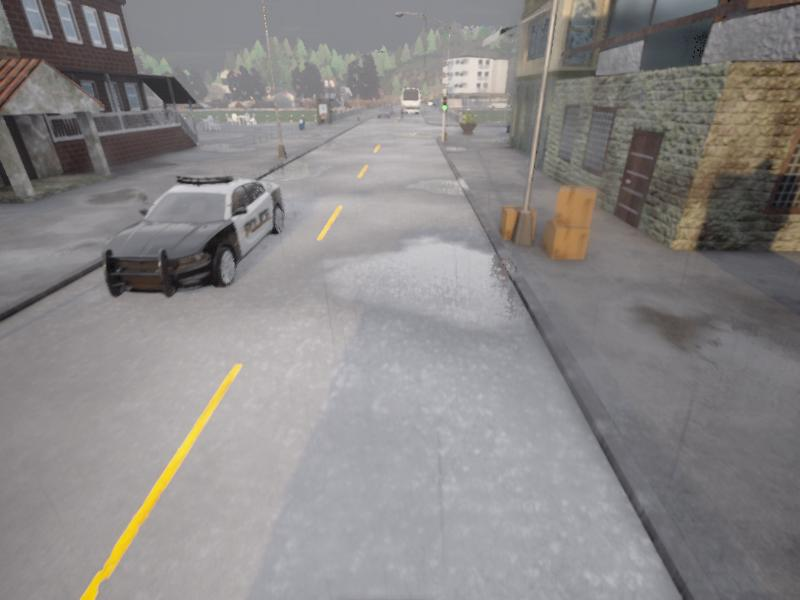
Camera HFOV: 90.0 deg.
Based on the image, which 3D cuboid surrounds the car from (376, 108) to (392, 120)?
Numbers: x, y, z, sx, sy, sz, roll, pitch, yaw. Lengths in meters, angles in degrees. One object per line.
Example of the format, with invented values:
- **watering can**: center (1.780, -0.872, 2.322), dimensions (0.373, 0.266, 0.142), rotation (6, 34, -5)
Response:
- **car**: center (-2.395, -27.987, 60.030), dimensions (2.033, 1.411, 5.357), rotation (1, 27, 1)

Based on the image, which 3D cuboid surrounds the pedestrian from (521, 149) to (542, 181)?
- **pedestrian**: center (5.005, -5.138, 15.253), dimensions (0.500, 1.100, 0.500), rotation (1, 27, 2)

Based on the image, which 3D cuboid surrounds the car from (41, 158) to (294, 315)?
- **car**: center (-3.919, -1.684, 8.198), dimensions (1.930, 1.638, 5.238), rotation (1, 27, 1)

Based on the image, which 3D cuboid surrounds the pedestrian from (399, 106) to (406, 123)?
- **pedestrian**: center (0.298, -23.033, 49.742), dimensions (0.751, 1.860, 0.751), rotation (-1, 27, -2)

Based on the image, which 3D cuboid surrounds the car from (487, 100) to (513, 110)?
- **car**: center (24.842, -48.557, 99.553), dimensions (5.566, 2.045, 2.150), rotation (1, 27, 1)

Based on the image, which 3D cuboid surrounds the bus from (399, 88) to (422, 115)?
- **bus**: center (1.901, -36.800, 74.140), dimensions (3.944, 4.253, 10.273), rotation (1, 27, 1)

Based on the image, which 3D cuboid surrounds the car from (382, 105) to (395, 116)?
- **car**: center (-2.065, -33.992, 71.735), dimensions (2.007, 1.525, 4.514), rotation (1, 27, 1)
